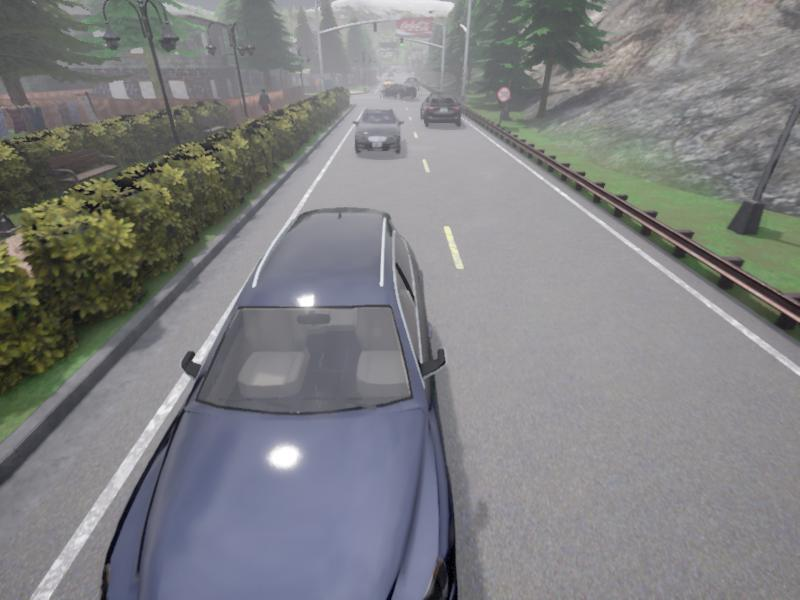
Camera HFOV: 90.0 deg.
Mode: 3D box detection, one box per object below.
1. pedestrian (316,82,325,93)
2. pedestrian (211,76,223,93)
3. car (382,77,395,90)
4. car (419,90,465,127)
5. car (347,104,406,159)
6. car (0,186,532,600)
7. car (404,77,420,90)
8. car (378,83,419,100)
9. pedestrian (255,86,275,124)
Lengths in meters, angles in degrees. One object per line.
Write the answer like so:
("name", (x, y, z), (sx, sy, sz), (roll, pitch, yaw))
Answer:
("pedestrian", (-10.215, -27.338, 51.472), (0.751, 1.300, 0.751), (2, 30, 3))
("pedestrian", (-23.955, -28.184, 52.359), (0.751, 1.860, 0.751), (24, 38, 35))
("car", (-1.670, -32.693, 60.257), (1.801, 1.575, 5.366), (0, 30, -1))
("car", (2.469, -11.837, 24.608), (2.242, 1.667, 4.611), (0, 30, -1))
("car", (-0.891, -7.259, 16.933), (2.128, 1.511, 4.902), (0, 30, -1))
("car", (-0.655, 0.402, 3.709), (2.033, 1.649, 4.856), (0, 30, -1))
("car", (1.817, -33.039, 61.026), (2.242, 1.667, 4.611), (0, 30, -1))
("car", (-0.230, -22.300, 42.758), (1.837, 1.490, 4.892), (-19, 34, -31))
("pedestrian", (-7.718, -11.169, 22.931), (0.751, 1.860, 0.751), (-5, 31, -9))
